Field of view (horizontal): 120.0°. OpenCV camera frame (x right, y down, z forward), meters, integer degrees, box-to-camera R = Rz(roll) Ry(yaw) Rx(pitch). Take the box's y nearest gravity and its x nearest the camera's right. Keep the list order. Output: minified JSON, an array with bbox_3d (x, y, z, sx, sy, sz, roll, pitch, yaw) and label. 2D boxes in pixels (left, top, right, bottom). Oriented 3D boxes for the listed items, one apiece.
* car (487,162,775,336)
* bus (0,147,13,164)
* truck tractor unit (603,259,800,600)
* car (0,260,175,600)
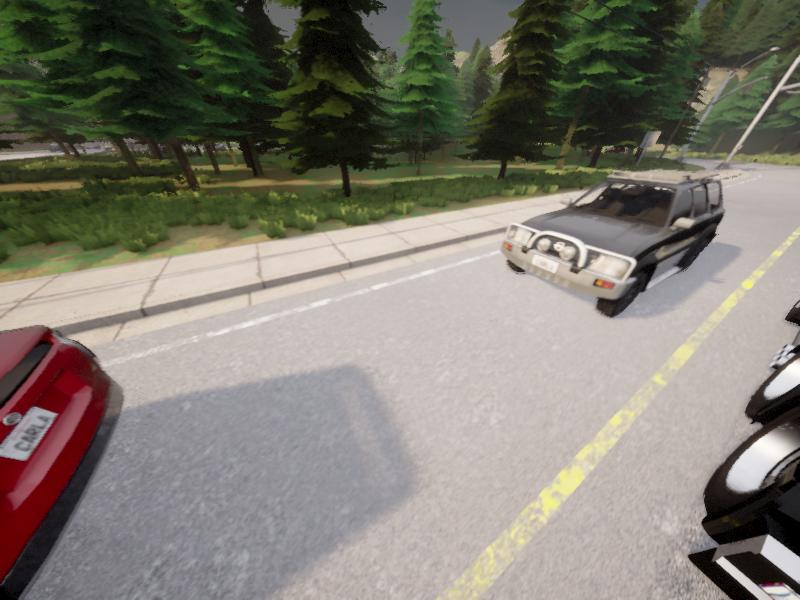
[{"bbox_3d":[4.238,-1.387,4.395,4.605,1.855,1.932,-18,39,-24],"label":"car"},{"bbox_3d":[-42.893,-14.259,20.512,3.944,4.253,10.273,-19,39,-25],"label":"bus"},{"bbox_3d":[5.099,-0.312,0.797,6.516,4.208,3.053,-19,39,-25],"label":"truck tractor unit"},{"bbox_3d":[-4.049,1.433,0.575,4.514,1.525,2.007,-17,38,-23],"label":"car"}]
